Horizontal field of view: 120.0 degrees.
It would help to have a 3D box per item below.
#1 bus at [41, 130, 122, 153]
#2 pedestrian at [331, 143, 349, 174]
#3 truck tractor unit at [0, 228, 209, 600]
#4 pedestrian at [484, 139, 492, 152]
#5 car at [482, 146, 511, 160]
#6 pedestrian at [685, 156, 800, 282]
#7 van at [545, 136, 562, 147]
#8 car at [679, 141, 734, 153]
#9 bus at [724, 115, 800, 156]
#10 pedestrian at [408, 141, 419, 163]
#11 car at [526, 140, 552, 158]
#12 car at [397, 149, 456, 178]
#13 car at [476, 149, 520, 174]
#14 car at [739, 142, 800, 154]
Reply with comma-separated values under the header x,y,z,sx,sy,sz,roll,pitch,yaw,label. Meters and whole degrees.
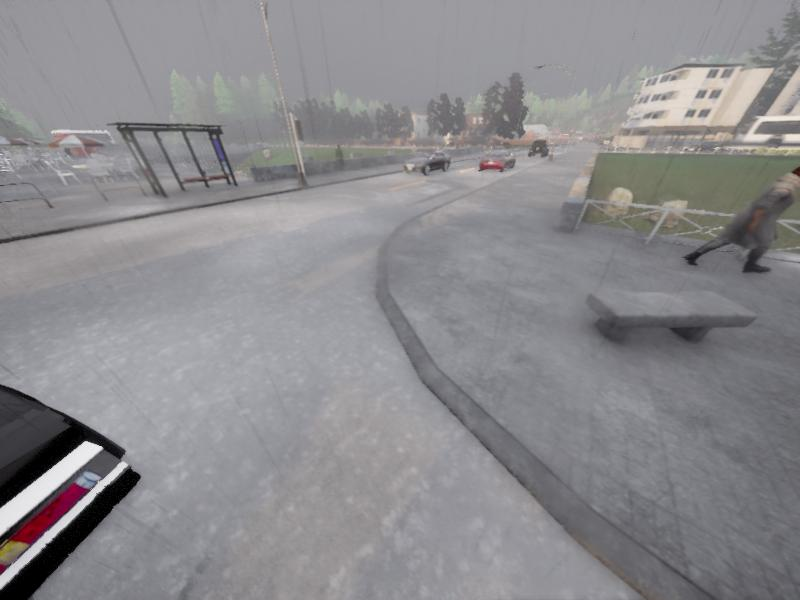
x,y,z,sx,sy,sz,roll,pitch,yaw,label
-75.637,-38.026,55.370,3.944,4.253,10.273,22,41,29,bus
-4.323,-10.238,16.750,0.751,1.860,0.751,4,35,6,pedestrian
-5.328,0.020,0.347,6.516,4.208,3.053,7,36,11,truck tractor unit
15.070,-26.416,39.514,0.751,1.860,0.751,20,40,27,pedestrian
12.320,-18.823,29.459,1.895,1.301,4.718,22,41,29,car
6.239,-1.381,4.032,0.751,1.860,0.751,24,42,30,pedestrian
41.213,-42.690,62.056,2.351,2.431,6.366,22,41,29,van
48.763,-24.553,36.959,4.892,1.490,1.837,23,41,29,car
52.418,-21.558,30.252,10.273,4.253,3.944,23,41,30,bus
1.381,-15.466,24.113,0.751,1.860,0.751,24,42,30,pedestrian
18.513,-20.128,30.718,1.905,1.878,3.866,22,41,29,car
2.132,-10.566,17.659,2.128,1.511,4.902,23,41,29,car
8.106,-11.487,19.014,1.994,1.385,4.181,22,41,29,car
54.531,-22.257,33.702,5.357,1.411,2.033,22,41,29,car
